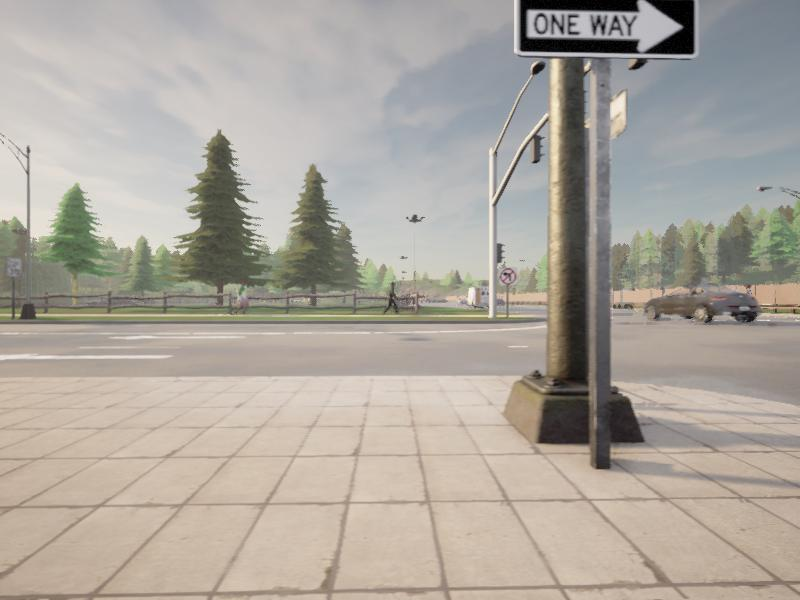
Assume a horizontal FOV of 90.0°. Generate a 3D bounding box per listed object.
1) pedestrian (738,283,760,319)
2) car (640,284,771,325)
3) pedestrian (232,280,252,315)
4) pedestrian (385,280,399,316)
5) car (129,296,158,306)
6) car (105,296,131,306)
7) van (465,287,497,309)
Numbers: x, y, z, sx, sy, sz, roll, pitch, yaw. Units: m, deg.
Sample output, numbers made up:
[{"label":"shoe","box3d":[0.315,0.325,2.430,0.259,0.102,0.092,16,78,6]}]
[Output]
[{"label":"pedestrian","box3d":[18.410,0.044,21.125,0.751,1.860,0.751,0,0,28]},{"label":"car","box3d":[13.878,0.187,18.697,2.152,1.651,5.027,0,0,-2]},{"label":"pedestrian","box3d":[-8.509,-0.121,21.605,0.751,1.860,0.751,0,0,3]},{"label":"pedestrian","box3d":[-0.418,-0.116,21.176,0.751,1.860,0.751,0,0,2]},{"label":"car","box3d":[-45.343,0.142,70.873,2.033,1.649,4.856,0,0,-2]},{"label":"car","box3d":[-48.803,0.198,69.278,1.851,1.617,3.988,0,0,-2]},{"label":"van","box3d":[9.498,-0.219,47.583,2.351,2.431,6.366,0,0,-2]}]
